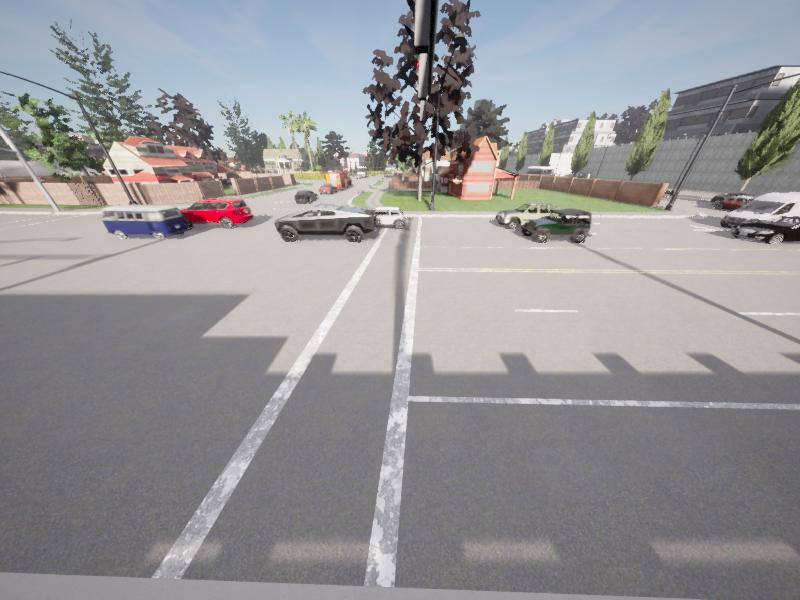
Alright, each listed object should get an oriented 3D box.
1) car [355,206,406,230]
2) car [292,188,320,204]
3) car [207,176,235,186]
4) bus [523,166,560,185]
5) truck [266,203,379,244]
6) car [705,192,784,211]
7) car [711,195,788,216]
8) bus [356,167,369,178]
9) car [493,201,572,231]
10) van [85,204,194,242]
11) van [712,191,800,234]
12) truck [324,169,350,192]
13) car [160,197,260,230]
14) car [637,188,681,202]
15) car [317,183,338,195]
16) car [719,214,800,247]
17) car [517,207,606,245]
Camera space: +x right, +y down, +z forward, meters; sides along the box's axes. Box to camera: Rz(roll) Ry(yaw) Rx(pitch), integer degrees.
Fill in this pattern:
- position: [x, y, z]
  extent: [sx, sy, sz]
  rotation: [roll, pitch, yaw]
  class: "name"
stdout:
- position: [-1.406, -6.469, 18.134]
  extent: [3.806, 1.475, 1.970]
  rotation: [1, 30, 1]
  class: "car"
- position: [-12.741, -14.243, 31.583]
  extent: [1.837, 1.490, 4.892]
  rotation: [0, 30, 0]
  class: "car"
- position: [-41.730, -27.833, 53.957]
  extent: [4.605, 1.855, 1.932]
  rotation: [0, 30, 0]
  class: "car"
- position: [40.582, -36.269, 66.956]
  extent: [3.944, 4.253, 10.273]
  rotation: [0, 31, 1]
  class: "bus"
- position: [-4.693, -5.027, 15.014]
  extent: [6.274, 2.098, 2.390]
  rotation: [1, 30, 1]
  class: "truck"
- position: [39.761, -11.583, 26.973]
  extent: [1.837, 1.490, 4.892]
  rotation: [0, 30, 1]
  class: "car"
- position: [36.211, -9.949, 24.162]
  extent: [1.970, 1.475, 3.806]
  rotation: [0, 30, 1]
  class: "car"
- position: [-16.290, -55.543, 100.349]
  extent: [3.944, 4.253, 10.273]
  rotation: [0, 30, 0]
  class: "bus"
- position: [9.969, -6.499, 17.787]
  extent: [4.605, 1.855, 1.932]
  rotation: [0, 30, 0]
  class: "car"
- position: [-16.946, -5.138, 15.292]
  extent: [4.442, 1.987, 1.775]
  rotation: [1, 30, 1]
  class: "van"
- position: [27.953, -6.473, 17.066]
  extent: [5.915, 2.561, 1.988]
  rotation: [-2, 30, -1]
  class: "van"
- position: [-12.756, -24.938, 47.775]
  extent: [2.891, 3.827, 8.468]
  rotation: [0, 30, 0]
  class: "truck"
- position: [-14.710, -6.887, 18.259]
  extent: [5.566, 2.045, 2.150]
  rotation: [1, 30, 1]
  class: "car"
- position: [36.357, -14.869, 32.602]
  extent: [1.789, 1.549, 3.705]
  rotation: [0, 30, 1]
  class: "car"
- position: [-12.730, -19.705, 40.913]
  extent: [2.152, 1.651, 5.027]
  rotation: [0, 30, 0]
  class: "car"
- position: [24.379, -4.414, 14.542]
  extent: [4.902, 1.511, 2.128]
  rotation: [1, 30, 2]
  class: "car"
- position: [10.078, -4.760, 14.760]
  extent: [3.866, 1.878, 1.905]
  rotation: [1, 30, 1]
  class: "car"
